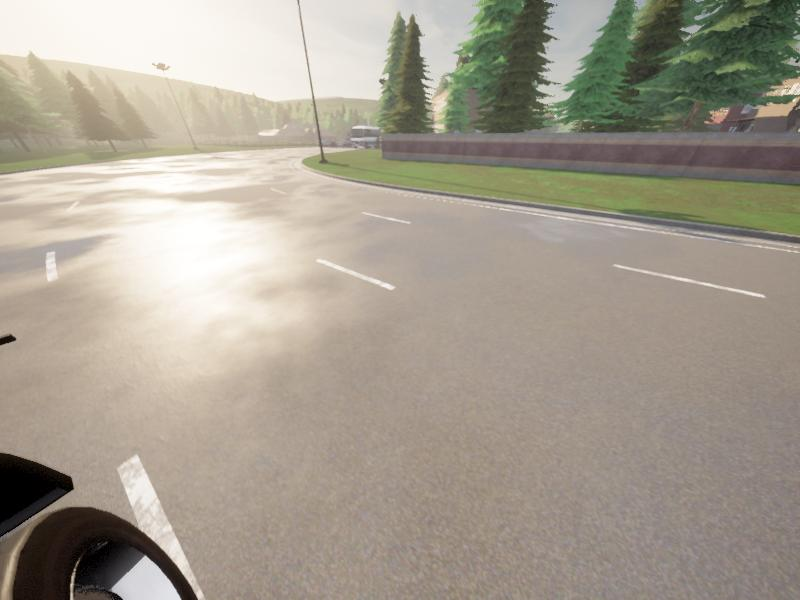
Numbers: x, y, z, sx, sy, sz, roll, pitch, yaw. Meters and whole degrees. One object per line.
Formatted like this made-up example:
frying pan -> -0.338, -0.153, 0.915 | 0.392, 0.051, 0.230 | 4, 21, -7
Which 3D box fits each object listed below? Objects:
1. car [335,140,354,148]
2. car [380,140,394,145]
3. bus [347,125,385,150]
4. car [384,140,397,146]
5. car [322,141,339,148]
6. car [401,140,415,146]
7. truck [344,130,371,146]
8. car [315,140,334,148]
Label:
car -> -13.711, -38.636, 57.179 | 2.033, 1.649, 4.856 | 13, 37, 17
car -> -4.485, -55.221, 80.953 | 2.128, 1.511, 4.902 | 21, 40, 27
bus -> -7.514, -37.613, 53.507 | 3.944, 4.253, 10.273 | 13, 37, 17
car -> -3.206, -52.701, 77.379 | 2.007, 1.525, 4.514 | 21, 40, 27
car -> -17.268, -38.909, 57.679 | 1.816, 1.474, 4.193 | 13, 37, 17
car -> 2.588, -50.427, 74.178 | 2.163, 1.488, 4.792 | 21, 40, 27
truck -> -12.755, -49.071, 70.093 | 2.891, 3.827, 8.468 | 19, 39, 25
car -> -19.639, -40.851, 60.423 | 2.163, 1.488, 4.792 | 15, 38, 20
